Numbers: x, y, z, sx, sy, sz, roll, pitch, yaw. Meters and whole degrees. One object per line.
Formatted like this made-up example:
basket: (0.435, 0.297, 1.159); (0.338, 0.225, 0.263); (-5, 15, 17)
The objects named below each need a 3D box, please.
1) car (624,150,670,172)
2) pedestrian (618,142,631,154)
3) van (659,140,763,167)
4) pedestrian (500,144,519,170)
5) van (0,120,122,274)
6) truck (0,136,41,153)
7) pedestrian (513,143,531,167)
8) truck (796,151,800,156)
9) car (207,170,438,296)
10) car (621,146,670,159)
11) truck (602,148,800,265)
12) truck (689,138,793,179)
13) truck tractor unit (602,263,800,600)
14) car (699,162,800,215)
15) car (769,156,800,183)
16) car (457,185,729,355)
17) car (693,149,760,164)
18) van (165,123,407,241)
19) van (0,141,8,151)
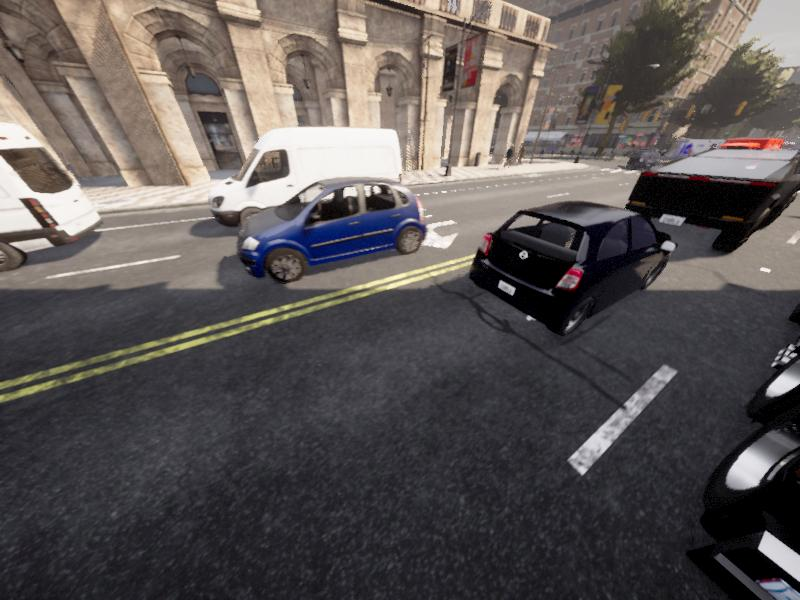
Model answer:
car: (22.977, -13.078, 21.657); (1.845, 1.501, 3.633); (18, 39, 24)
pedestrian: (42.330, -28.639, 43.588); (0.751, 1.860, 0.751); (-15, 38, -21)
van: (35.115, -16.943, 26.530); (6.366, 2.431, 2.351); (17, 38, 23)
pedestrian: (9.207, -12.036, 19.443); (0.751, 1.860, 0.751); (-9, 36, -13)
van: (-10.125, -1.625, 4.031); (5.915, 2.561, 1.988); (-18, 39, -24)
truck: (-68.879, -27.865, 41.295); (2.627, 2.467, 5.204); (-18, 39, -25)
pedestrian: (11.623, -13.866, 22.094); (0.751, 1.860, 0.751); (-17, 38, -23)
truck: (79.852, -29.483, 43.706); (8.468, 3.827, 2.891); (-18, 39, -25)
car: (-1.394, -1.760, 5.114); (3.988, 1.617, 1.851); (-18, 39, -24)
car: (38.583, -23.279, 36.447); (4.974, 1.542, 2.038); (27, 42, 33)
truck: (9.340, -3.132, 6.747); (6.274, 2.098, 2.390); (-18, 39, -25)
truck: (26.551, -11.153, 18.103); (5.204, 2.467, 2.627); (-14, 37, -20)
truck tractor unit: (5.107, -0.305, 0.784); (6.516, 4.208, 3.053); (-18, 39, -24)
car: (15.234, -4.824, 9.774); (3.806, 1.475, 1.970); (-18, 39, -25)
car: (28.842, -9.283, 16.394); (4.181, 1.385, 1.994); (-18, 39, -25)
car: (3.094, -0.871, 3.940); (3.633, 1.501, 1.845); (-18, 39, -24)
car: (42.417, -18.825, 30.159); (1.812, 1.442, 4.674); (-18, 38, -24)
van: (-2.845, -3.978, 7.473); (5.915, 2.561, 1.988); (-18, 39, -24)
van: (-78.547, -29.478, 43.435); (1.988, 2.561, 5.915); (-18, 39, -25)
